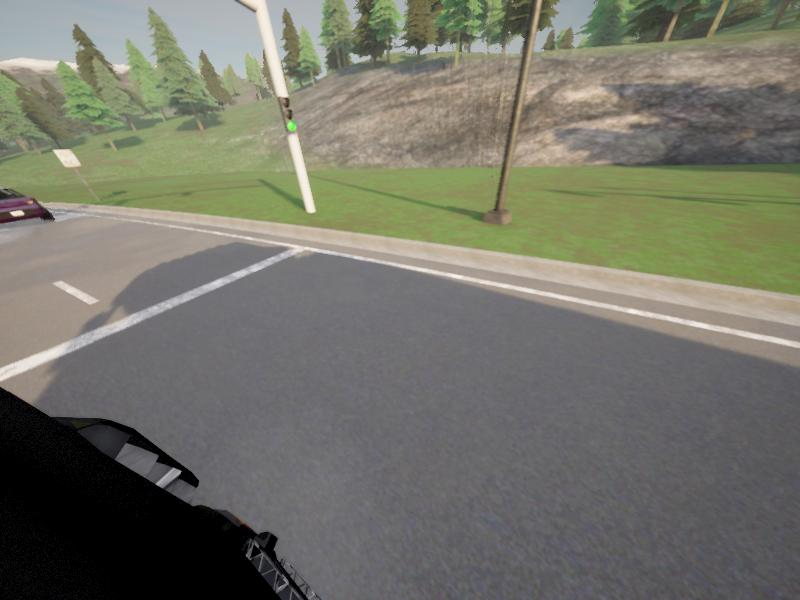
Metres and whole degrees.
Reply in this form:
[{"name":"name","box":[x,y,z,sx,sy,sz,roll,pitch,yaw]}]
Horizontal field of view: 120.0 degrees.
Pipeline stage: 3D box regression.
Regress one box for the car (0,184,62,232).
[{"name":"car","box":[-17.451,-4.016,9.896,4.193,1.474,1.816,10,36,18]}]
